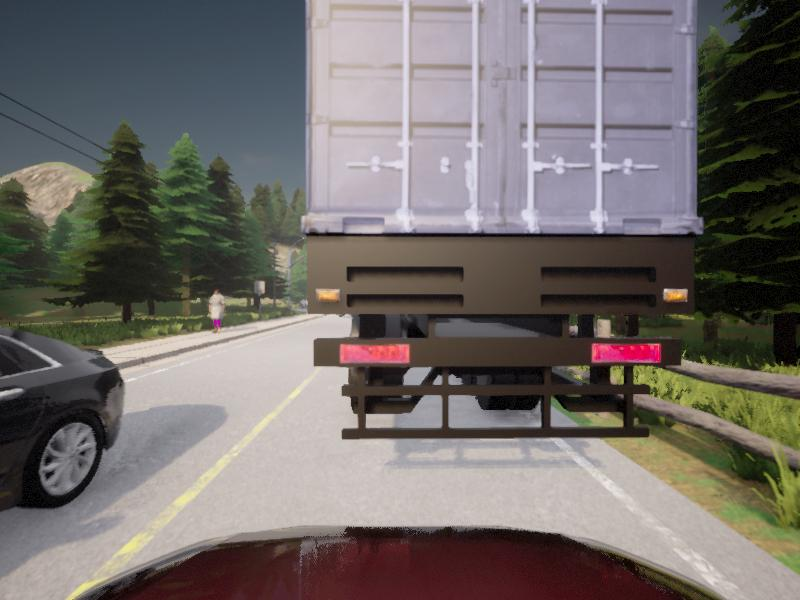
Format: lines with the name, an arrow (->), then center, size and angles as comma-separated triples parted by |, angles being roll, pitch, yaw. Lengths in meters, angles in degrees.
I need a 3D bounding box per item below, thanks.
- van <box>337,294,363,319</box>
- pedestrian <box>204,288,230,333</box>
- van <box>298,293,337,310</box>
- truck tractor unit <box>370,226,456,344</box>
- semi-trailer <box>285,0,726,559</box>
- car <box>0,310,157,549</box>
van -> -4.164, 0.518, 33.729 | 1.775, 1.987, 4.442 | 0, 0, -2
pedestrian -> -7.808, 0.448, 17.108 | 0.751, 1.860, 0.751 | 0, 0, 5
van -> -12.793, 0.223, 61.531 | 6.366, 2.431, 2.351 | 0, 0, 39
truck tractor unit -> 0.337, -0.563, 17.482 | 3.053, 4.208, 6.516 | 0, 1, -2
semi-trailer -> 0.529, -0.637, 9.575 | 2.717, 4.402, 14.254 | 0, 0, -1
car -> -3.468, 0.841, 1.730 | 1.837, 1.490, 4.892 | 0, 0, 0
